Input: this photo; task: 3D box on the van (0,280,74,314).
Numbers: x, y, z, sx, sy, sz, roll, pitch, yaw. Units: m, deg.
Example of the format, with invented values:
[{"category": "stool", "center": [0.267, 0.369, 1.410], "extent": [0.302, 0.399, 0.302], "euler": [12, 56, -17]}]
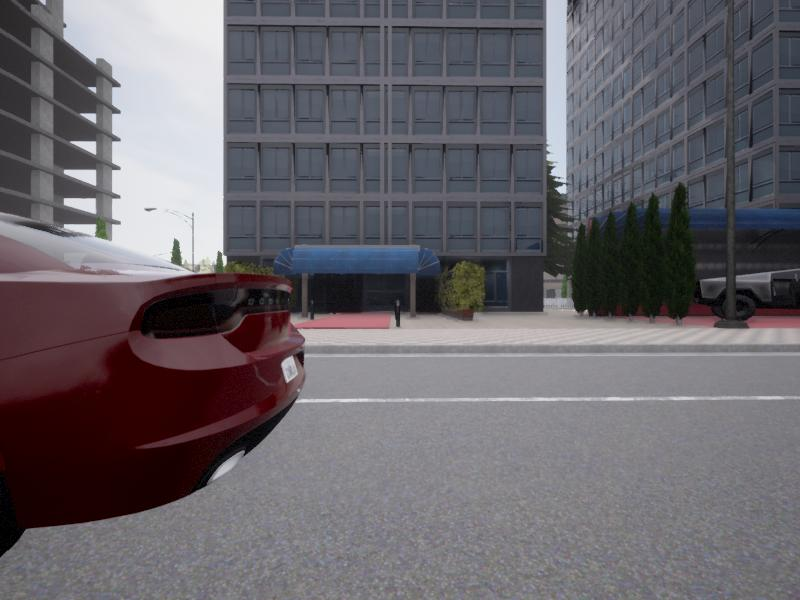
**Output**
[{"category": "van", "center": [-29.976, -0.222, 32.179], "extent": [2.351, 2.431, 6.366], "euler": [0, 0, -1]}]

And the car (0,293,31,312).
[{"category": "car", "center": [-33.484, 0.201, 32.650], "extent": [1.801, 1.575, 5.366], "euler": [0, 0, -1]}]

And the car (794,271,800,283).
[{"category": "car", "center": [16.540, -0.940, 16.112], "extent": [0.945, 0.468, 0.156], "euler": [0, 0, 29]}]

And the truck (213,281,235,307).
[{"category": "truck", "center": [-27.718, -0.935, 63.259], "extent": [2.891, 3.827, 8.468], "euler": [0, 0, -22]}]

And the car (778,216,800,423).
[{"category": "car", "center": [5.546, 0.156, 2.339], "extent": [4.611, 1.667, 2.242], "euler": [0, 0, -1]}]

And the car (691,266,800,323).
[{"category": "car", "center": [15.472, -0.198, 15.717], "extent": [6.274, 2.098, 2.390], "euler": [0, 0, 29]}]

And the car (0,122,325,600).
[{"category": "car", "center": [-3.069, 0.223, 2.122], "extent": [5.008, 1.535, 1.882], "euler": [0, 0, -1]}]
